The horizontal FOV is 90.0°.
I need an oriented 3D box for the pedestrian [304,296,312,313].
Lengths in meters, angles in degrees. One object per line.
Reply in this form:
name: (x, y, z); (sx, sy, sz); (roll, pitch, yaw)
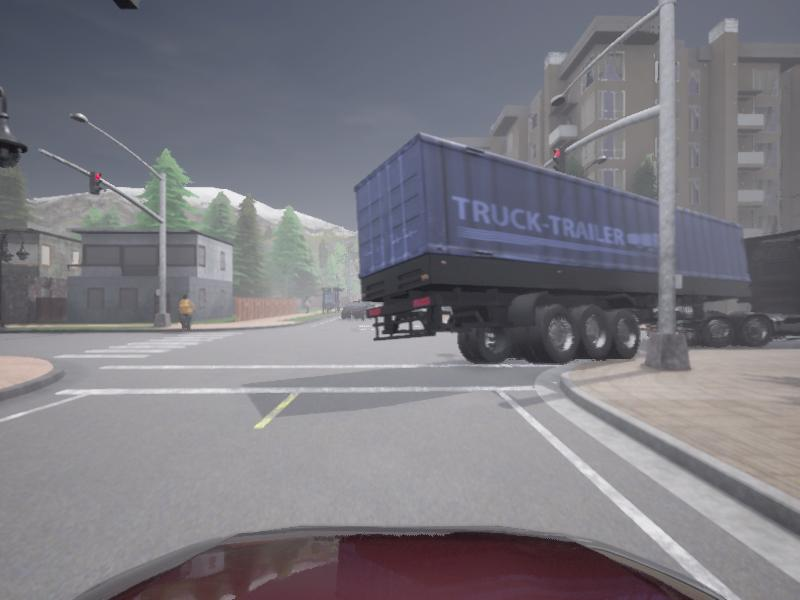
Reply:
pedestrian: (-9.748, 0.465, 42.211); (0.751, 1.860, 0.751); (0, 0, -19)

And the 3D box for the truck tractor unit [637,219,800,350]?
truck tractor unit: (12.766, -0.511, 14.586); (6.516, 4.208, 3.053); (0, 0, -4)

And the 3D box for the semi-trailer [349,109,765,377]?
semi-trailer: (5.727, -0.701, 11.370); (14.254, 4.402, 2.717); (1, -8, -32)

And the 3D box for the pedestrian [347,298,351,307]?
pedestrian: (-10.487, 0.433, 82.786); (0.751, 1.860, 0.751); (0, 0, -11)

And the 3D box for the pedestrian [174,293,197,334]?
pedestrian: (-9.984, 0.609, 18.640); (0.751, 1.860, 0.751); (0, 0, -6)

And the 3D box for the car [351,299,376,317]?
car: (-3.629, 0.761, 40.504); (2.152, 1.651, 5.027); (0, 0, 0)

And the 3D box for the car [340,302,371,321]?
car: (-3.606, 0.879, 33.235); (2.033, 1.411, 5.357); (0, 0, 0)
